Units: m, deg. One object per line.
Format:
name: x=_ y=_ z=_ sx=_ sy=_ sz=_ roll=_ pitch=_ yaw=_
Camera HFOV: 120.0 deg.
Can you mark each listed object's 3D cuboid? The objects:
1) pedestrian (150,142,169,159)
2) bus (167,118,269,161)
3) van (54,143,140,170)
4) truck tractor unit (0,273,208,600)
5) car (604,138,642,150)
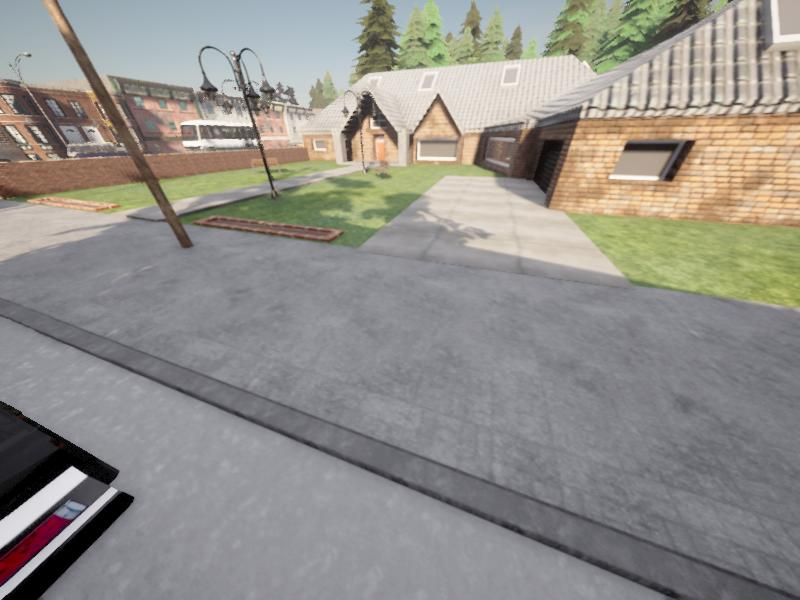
pedestrian: x=-32.392 y=-20.098 z=31.115 sx=0.751 sy=1.860 sz=0.751 roll=10 pitch=36 yaw=14
bus: x=-24.805 y=-22.644 z=32.739 sx=3.944 sy=4.253 sz=10.273 roll=11 pitch=36 yaw=16
van: x=-29.427 y=-14.182 z=22.712 sx=1.775 sy=1.987 sz=4.442 roll=11 pitch=36 yaw=16
truck tractor unit: x=-5.277 y=-0.088 z=0.504 sx=6.516 sy=4.208 sz=3.053 roll=11 pitch=37 yaw=15
car: x=50.907 y=-35.704 z=52.860 sx=5.566 sy=2.045 sz=2.150 roll=11 pitch=37 yaw=16
